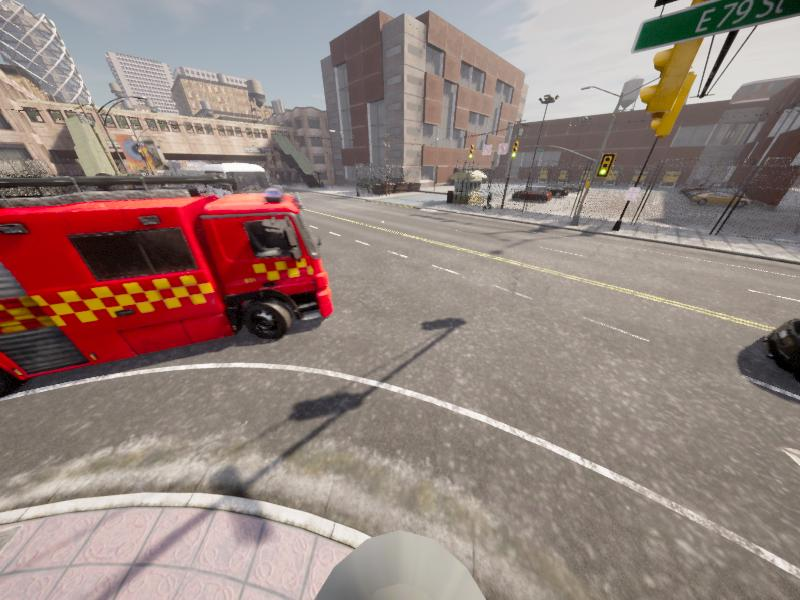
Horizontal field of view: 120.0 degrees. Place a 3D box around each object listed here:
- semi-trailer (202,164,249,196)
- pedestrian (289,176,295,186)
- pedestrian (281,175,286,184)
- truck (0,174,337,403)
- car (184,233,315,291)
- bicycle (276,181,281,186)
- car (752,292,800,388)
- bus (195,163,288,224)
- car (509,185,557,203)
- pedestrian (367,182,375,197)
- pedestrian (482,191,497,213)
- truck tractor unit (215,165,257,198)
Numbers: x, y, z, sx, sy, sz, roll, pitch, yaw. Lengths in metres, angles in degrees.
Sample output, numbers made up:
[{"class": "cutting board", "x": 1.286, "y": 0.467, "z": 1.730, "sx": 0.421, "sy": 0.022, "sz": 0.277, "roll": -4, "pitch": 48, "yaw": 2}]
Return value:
[{"class": "semi-trailer", "x": -30.920, "y": -21.407, "z": 40.663, "sx": 2.717, "sy": 4.402, "sz": 14.254, "roll": -26, "pitch": 39, "yaw": -38}, {"class": "pedestrian", "x": -24.961, "y": -27.465, "z": 53.363, "sx": 0.751, "sy": 1.860, "sz": 0.751, "roll": -20, "pitch": 35, "yaw": -30}, {"class": "pedestrian", "x": -30.256, "y": -31.284, "z": 59.978, "sx": 0.751, "sy": 1.860, "sz": 0.751, "roll": 26, "pitch": 39, "yaw": 38}, {"class": "truck", "x": -6.275, "y": -0.745, "z": 5.472, "sx": 8.468, "sy": 3.827, "sz": 2.891, "roll": -12, "pitch": 32, "yaw": -19}, {"class": "car", "x": -5.697, "y": -1.652, "z": 9.390, "sx": 3.806, "sy": 1.475, "sz": 1.970, "roll": -6, "pitch": 31, "yaw": -11}, {"class": "bicycle", "x": -27.647, "y": -26.484, "z": 52.524, "sx": 1.643, "sy": 1.024, "sz": 0.373, "roll": 27, "pitch": 29, "yaw": 38}, {"class": "car", "x": 10.118, "y": 1.534, "z": 3.980, "sx": 1.994, "sy": 1.385, "sz": 4.181, "roll": -22, "pitch": 37, "yaw": -34}, {"class": "bus", "x": -15.179, "y": -10.468, "z": 21.885, "sx": 3.944, "sy": 4.253, "sz": 10.273, "roll": -26, "pitch": 39, "yaw": -37}, {"class": "car", "x": 17.025, "y": -13.733, "z": 29.804, "sx": 2.185, "sy": 1.767, "sz": 4.553, "roll": -27, "pitch": 39, "yaw": -38}, {"class": "pedestrian", "x": -4.130, "y": -15.896, "z": 33.325, "sx": 0.751, "sy": 1.860, "sz": 0.751, "roll": -27, "pitch": 39, "yaw": -38}, {"class": "pedestrian", "x": 8.520, "y": -9.336, "z": 21.963, "sx": 0.751, "sy": 1.860, "sz": 0.751, "roll": 25, "pitch": 38, "yaw": 36}, {"class": "truck tractor unit", "x": -25.394, "y": -18.489, "z": 35.810, "sx": 3.053, "sy": 4.208, "sz": 6.516, "roll": -25, "pitch": 38, "yaw": -36}]
